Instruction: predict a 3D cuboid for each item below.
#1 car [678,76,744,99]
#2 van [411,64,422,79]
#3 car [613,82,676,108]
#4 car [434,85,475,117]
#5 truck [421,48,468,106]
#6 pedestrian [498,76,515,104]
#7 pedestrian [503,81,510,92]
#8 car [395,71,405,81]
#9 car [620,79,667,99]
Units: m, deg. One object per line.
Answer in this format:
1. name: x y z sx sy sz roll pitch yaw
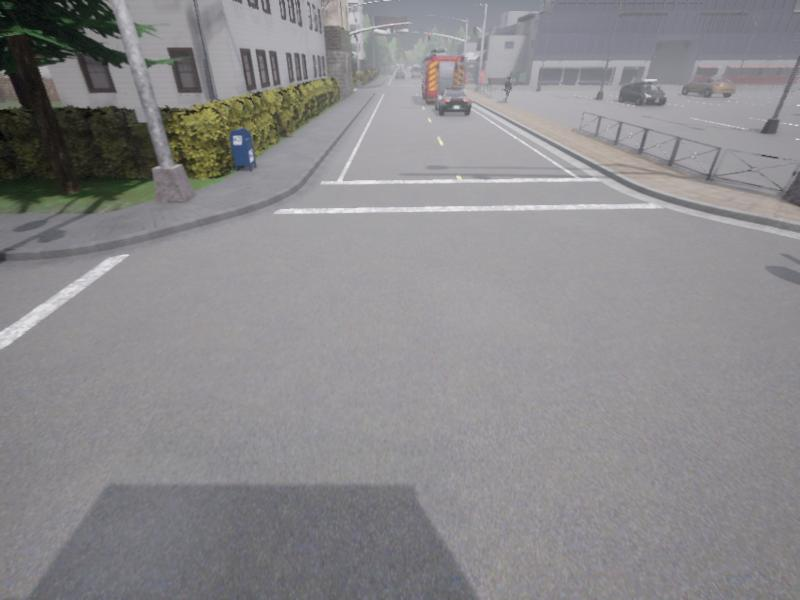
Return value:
1. car: 28.987 -19.982 37.528 2.152 1.636 5.027 0 31 0
2. van: 3.510 -49.414 86.431 1.988 2.561 5.915 0 31 0
3. car: 18.926 -16.062 31.250 2.007 1.523 4.514 0 31 0
4. car: 3.503 -13.327 26.693 2.038 1.542 4.974 0 31 0
5. truck: 3.508 -18.866 33.775 2.891 3.827 8.468 0 31 0
6. pedestrian: 8.301 -16.365 31.121 0.751 1.860 0.751 -23 38 -33
7. pedestrian: 12.323 -24.742 46.301 0.500 1.100 0.500 0 31 0
8. car: 0.007 -43.178 77.000 1.837 1.490 4.892 0 31 0
9. car: 22.570 -19.729 37.282 1.970 1.475 3.806 0 31 0
